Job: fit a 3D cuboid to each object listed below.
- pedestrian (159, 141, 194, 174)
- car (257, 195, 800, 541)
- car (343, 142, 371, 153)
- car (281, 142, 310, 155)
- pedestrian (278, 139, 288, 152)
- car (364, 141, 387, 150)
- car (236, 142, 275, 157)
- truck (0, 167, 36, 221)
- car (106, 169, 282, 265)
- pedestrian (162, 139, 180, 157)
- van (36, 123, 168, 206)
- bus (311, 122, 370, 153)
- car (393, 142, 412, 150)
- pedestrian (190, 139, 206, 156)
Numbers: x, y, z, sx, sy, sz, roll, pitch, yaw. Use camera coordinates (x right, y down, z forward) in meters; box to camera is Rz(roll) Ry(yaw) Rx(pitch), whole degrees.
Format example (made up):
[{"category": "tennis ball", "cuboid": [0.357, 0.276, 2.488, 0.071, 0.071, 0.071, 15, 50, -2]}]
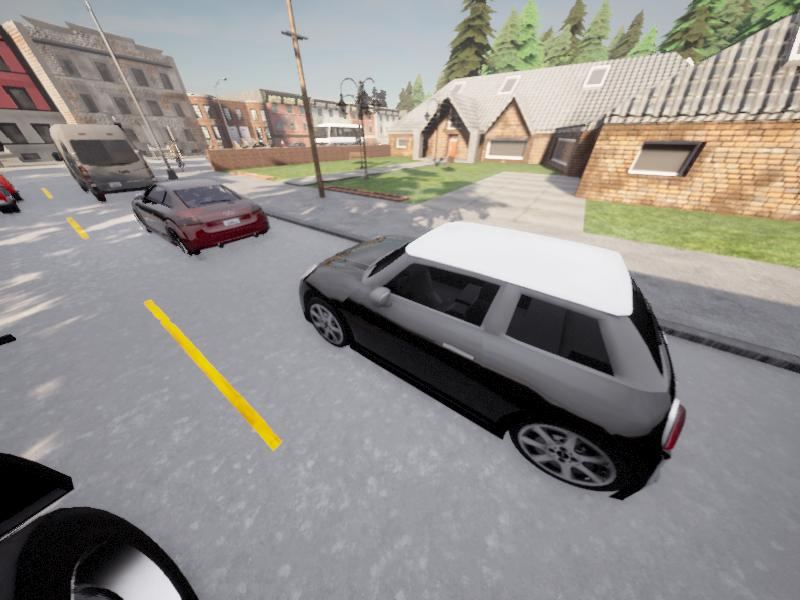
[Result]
[{"category": "pedestrian", "cuboid": [-15.252, -9.767, 15.823, 0.751, 1.860, 0.751, 2, 35, 2]}, {"category": "car", "cuboid": [0.572, -0.048, 2.706, 3.806, 1.475, 1.970, 22, 41, 28]}, {"category": "car", "cuboid": [-7.662, -27.321, 41.316, 1.882, 1.535, 5.008, 22, 40, 28]}, {"category": "car", "cuboid": [-16.531, -24.101, 36.688, 1.845, 1.501, 3.633, 22, 41, 28]}, {"category": "pedestrian", "cuboid": [-20.703, -27.366, 40.871, 0.751, 1.860, 0.751, 11, 37, 15]}, {"category": "car", "cuboid": [-5.269, -33.280, 49.755, 1.801, 1.575, 5.366, 22, 41, 28]}, {"category": "car", "cuboid": [-20.197, -21.152, 32.410, 1.851, 1.617, 3.988, 22, 41, 28]}, {"category": "truck", "cuboid": [-15.310, -4.115, 7.516, 5.204, 2.467, 2.627, 22, 40, 28]}, {"category": "car", "cuboid": [-5.509, -2.487, 6.221, 4.181, 1.385, 1.994, 22, 41, 28]}, {"category": "pedestrian", "cuboid": [-28.861, -19.211, 29.151, 0.751, 1.860, 0.751, 14, 37, 18]}, {"category": "van", "cuboid": [-13.277, -6.109, 10.286, 5.915, 2.561, 1.988, 22, 41, 29]}, {"category": "bus", "cuboid": [-10.525, -29.973, 42.705, 3.944, 4.253, 10.273, 22, 41, 28]}, {"category": "car", "cuboid": [0.645, -34.038, 50.991, 1.812, 1.442, 4.674, 22, 41, 28]}, {"category": "pedestrian", "cuboid": [-27.032, -20.408, 30.863, 0.751, 1.860, 0.751, 19, 39, 25]}]
